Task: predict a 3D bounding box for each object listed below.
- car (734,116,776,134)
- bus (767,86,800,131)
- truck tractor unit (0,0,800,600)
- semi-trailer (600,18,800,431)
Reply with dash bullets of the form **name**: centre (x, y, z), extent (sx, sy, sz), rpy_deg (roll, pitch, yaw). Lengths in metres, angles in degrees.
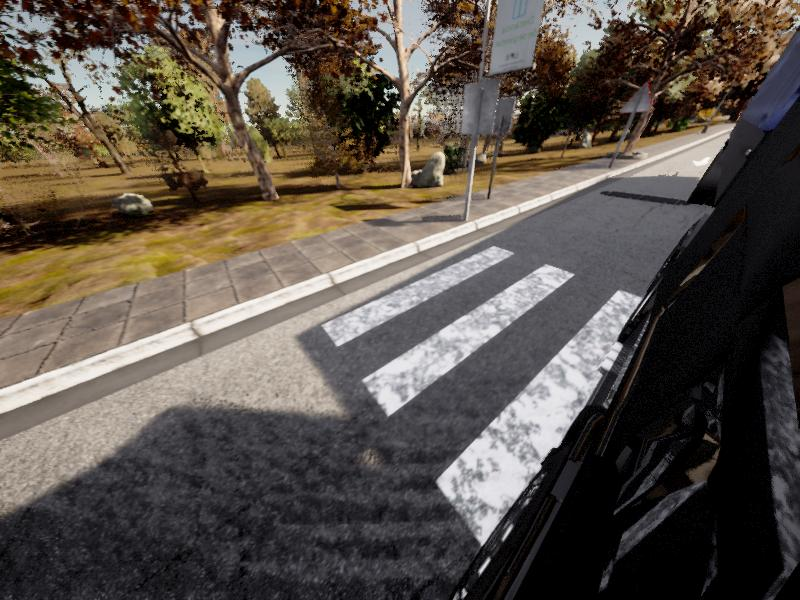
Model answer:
- **car**: centre (40.286, -19.884, 26.218), extent (4.181, 1.385, 1.994), rpy_deg (-27, 43, -27)
- **bus**: centre (47.392, -22.285, 26.390), extent (10.273, 4.253, 3.944), rpy_deg (-27, 43, -27)
- **truck tractor unit**: centre (2.645, -0.295, 0.352), extent (6.516, 4.208, 3.053), rpy_deg (-28, 44, -30)
- **semi-trailer**: centre (8.581, -3.691, 4.327), extent (14.254, 4.402, 2.717), rpy_deg (-30, 44, -31)
